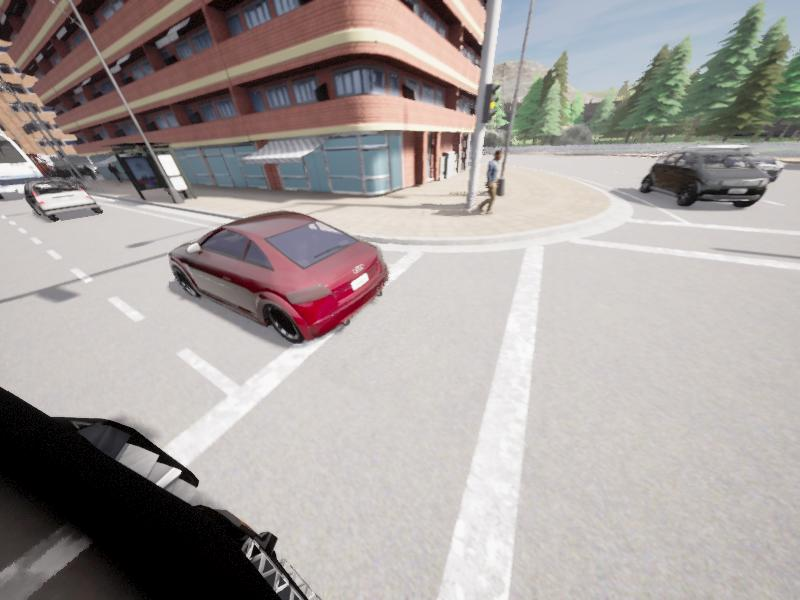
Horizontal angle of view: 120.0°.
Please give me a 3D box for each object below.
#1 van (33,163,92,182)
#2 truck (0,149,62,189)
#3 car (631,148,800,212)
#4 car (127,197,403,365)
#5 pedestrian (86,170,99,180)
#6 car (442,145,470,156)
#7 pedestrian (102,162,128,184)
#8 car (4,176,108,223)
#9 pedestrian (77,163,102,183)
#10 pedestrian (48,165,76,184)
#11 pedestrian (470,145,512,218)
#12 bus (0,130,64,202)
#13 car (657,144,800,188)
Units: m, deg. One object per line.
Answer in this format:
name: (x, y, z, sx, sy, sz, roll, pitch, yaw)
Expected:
van: (-50.830, -19.325, 34.958, 1.775, 1.987, 4.442, 16, 38, 26)
truck: (-47.873, -16.391, 28.701, 2.891, 3.827, 8.468, -22, 38, -25)
car: (10.607, -4.400, 8.207, 1.789, 1.549, 3.705, 8, 35, 16)
car: (-2.289, -0.785, 4.092, 4.181, 1.385, 1.994, 16, 38, 26)
pedestrian: (-40.247, -16.380, 30.222, 0.500, 1.100, 0.500, 17, 39, 27)
car: (10.503, -28.426, 43.926, 2.242, 1.667, 4.611, -29, 42, -33)
pedestrian: (-28.516, -12.710, 23.153, 0.751, 1.860, 0.751, 16, 38, 26)
car: (-16.933, -5.067, 11.402, 3.988, 1.617, 1.851, 16, 38, 26)
pedestrian: (-34.947, -14.290, 26.010, 0.751, 1.860, 0.751, 14, 37, 24)
pedestrian: (-37.816, -14.060, 25.891, 0.751, 1.860, 0.751, 3, 34, 8)
pedestrian: (2.742, -3.578, 7.044, 0.751, 1.860, 0.751, 16, 38, 26)
bus: (-33.153, -10.702, 18.684, 10.273, 4.253, 3.944, 16, 38, 26)
car: (15.241, -6.476, 11.010, 1.970, 1.475, 3.806, 3, 34, 9)
